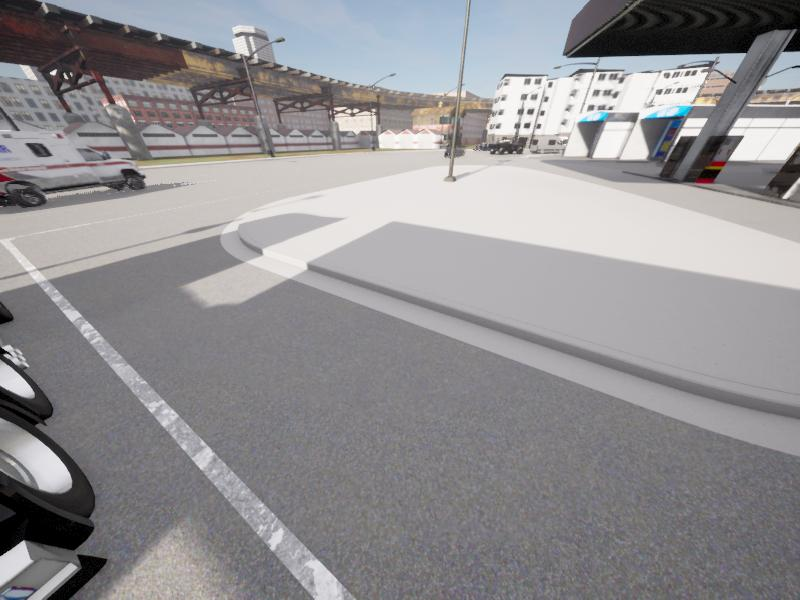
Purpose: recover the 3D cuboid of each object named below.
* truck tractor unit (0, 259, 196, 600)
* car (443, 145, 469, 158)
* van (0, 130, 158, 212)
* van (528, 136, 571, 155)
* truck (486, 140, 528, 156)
[{"bbox_3d":[-5.103,-0.308,0.790,6.516,4.208,3.053,19,39,25],"label":"truck tractor unit"},{"bbox_3d":[8.237,-21.907,34.043,1.845,1.501,3.633,29,44,35],"label":"car"},{"bbox_3d":[-15.841,-5.778,10.271,2.351,2.431,6.366,0,34,18],"label":"van"},{"bbox_3d":[26.160,-27.144,40.549,5.915,2.561,1.988,-6,35,-7],"label":"van"},{"bbox_3d":[18.019,-25.792,39.054,6.274,2.098,2.390,-15,38,-20],"label":"truck"}]
